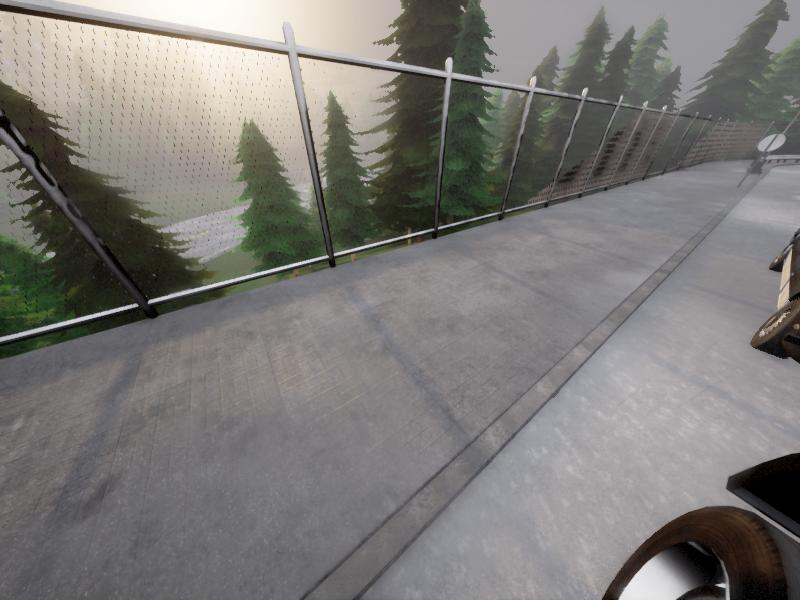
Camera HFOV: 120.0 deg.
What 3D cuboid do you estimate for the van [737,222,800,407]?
[{"bbox_3d":[6.826,-0.674,2.631,5.915,2.561,1.988,-22,41,-28],"label":"van"}]
